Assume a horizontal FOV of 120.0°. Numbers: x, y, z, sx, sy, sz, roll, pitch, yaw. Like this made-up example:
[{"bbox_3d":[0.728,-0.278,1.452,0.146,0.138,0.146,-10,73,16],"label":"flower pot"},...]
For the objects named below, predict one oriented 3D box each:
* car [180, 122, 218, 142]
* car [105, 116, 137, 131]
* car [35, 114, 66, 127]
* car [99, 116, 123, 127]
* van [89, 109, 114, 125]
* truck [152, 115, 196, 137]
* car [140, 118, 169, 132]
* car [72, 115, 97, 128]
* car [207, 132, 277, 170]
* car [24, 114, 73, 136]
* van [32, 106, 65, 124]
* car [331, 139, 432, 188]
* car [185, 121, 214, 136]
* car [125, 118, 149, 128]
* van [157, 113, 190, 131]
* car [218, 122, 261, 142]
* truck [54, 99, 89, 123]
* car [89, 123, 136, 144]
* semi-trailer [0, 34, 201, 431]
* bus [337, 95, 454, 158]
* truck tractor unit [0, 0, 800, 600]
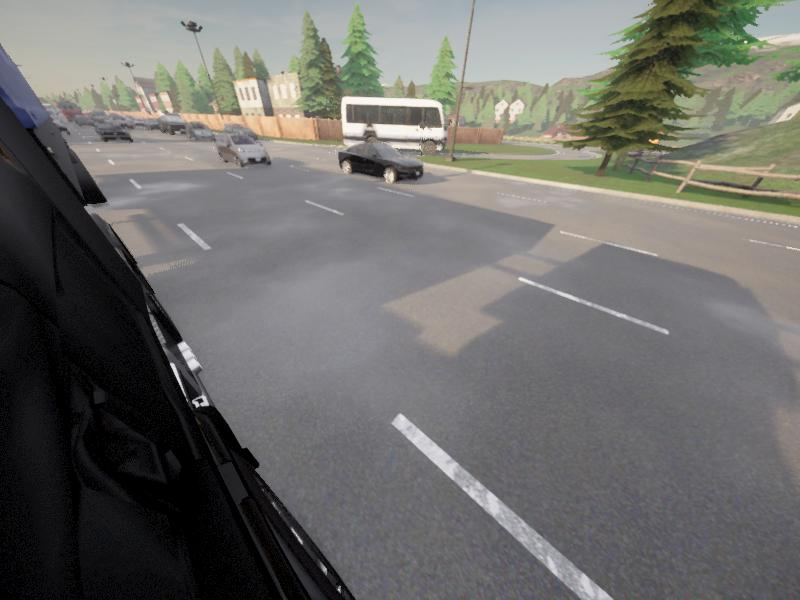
[{"bbox_3d":[-22.522,-18.834,25.872,3.988,1.617,1.851,29,44,30],"label":"car"},{"bbox_3d":[-44.013,-27.898,36.437,4.611,1.667,2.242,29,44,30],"label":"car"},{"bbox_3d":[-55.766,-28.729,36.909,4.792,1.488,2.163,29,44,30],"label":"car"},{"bbox_3d":[-54.124,-33.344,43.218,5.357,1.411,2.033,29,44,30],"label":"car"},{"bbox_3d":[-63.699,-39.084,49.237,5.915,2.561,1.988,29,44,30],"label":"van"},{"bbox_3d":[-30.053,-23.176,30.734,6.274,2.098,2.390,29,44,30],"label":"truck"},{"bbox_3d":[-39.629,-28.250,37.223,5.238,1.638,1.930,29,44,30],"label":"car"},{"bbox_3d":[-52.652,-29.801,38.525,4.892,1.490,1.837,29,44,30],"label":"car"},{"bbox_3d":[-9.057,-8.628,13.263,3.633,1.501,1.845,29,44,30],"label":"car"},{"bbox_3d":[-36.859,-18.400,24.317,5.027,1.651,2.152,29,44,30],"label":"car"},{"bbox_3d":[-65.953,-34.718,43.397,6.366,2.431,2.351,29,44,30],"label":"van"},{"bbox_3d":[-1.080,-7.024,11.655,5.008,1.535,1.882,29,44,30],"label":"car"},{"bbox_3d":[-29.881,-25.652,34.449,3.988,1.617,1.851,29,44,30],"label":"car"},{"bbox_3d":[-50.993,-34.396,44.831,5.357,1.411,2.033,29,44,30],"label":"car"},{"bbox_3d":[-40.544,-31.848,41.294,6.366,2.431,2.351,29,44,30],"label":"van"},{"bbox_3d":[-19.544,-20.483,28.111,4.553,1.767,2.097,24,42,26],"label":"car"},{"bbox_3d":[-74.762,-42.902,52.532,8.468,3.827,2.891,29,44,30],"label":"truck"},{"bbox_3d":[-25.970,-15.055,20.871,4.718,1.301,1.895,29,44,30],"label":"car"},{"bbox_3d":[-8.649,-3.650,4.259,14.254,4.402,2.717,29,44,30],"label":"semi-trailer"},{"bbox_3d":[-0.303,-17.013,22.741,10.273,4.253,3.944,7,37,6],"label":"bus"},{"bbox_3d":[-2.645,-0.295,0.352,6.516,4.208,3.053,28,44,30],"label":"truck tractor unit"}]
